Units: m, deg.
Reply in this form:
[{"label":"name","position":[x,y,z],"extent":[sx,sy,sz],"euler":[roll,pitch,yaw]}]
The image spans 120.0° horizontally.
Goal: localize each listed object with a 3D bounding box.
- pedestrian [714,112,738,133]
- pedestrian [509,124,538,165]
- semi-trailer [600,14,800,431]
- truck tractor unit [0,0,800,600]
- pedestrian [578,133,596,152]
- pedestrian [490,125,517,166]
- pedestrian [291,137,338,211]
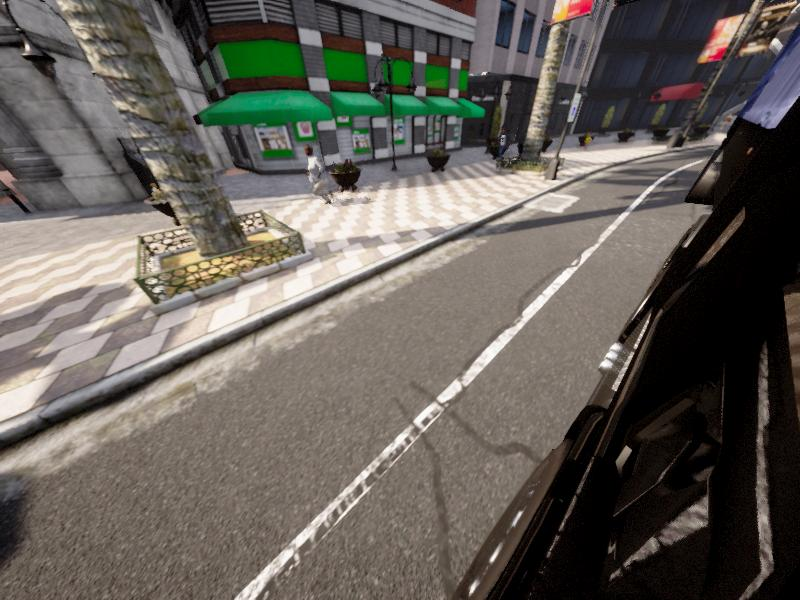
[{"label":"pedestrian","position":[36.418,-19.818,25.818],"extent":[0.751,1.860,0.751],"euler":[-26,42,-27]},{"label":"pedestrian","position":[6.947,-8.816,13.104],"extent":[0.751,1.860,0.751],"euler":[-25,42,-27]},{"label":"semi-trailer","position":[8.560,-3.705,4.347],"extent":[14.254,4.402,2.717],"euler":[-30,45,-31]},{"label":"truck tractor unit","position":[2.645,-0.295,0.351],"extent":[6.516,4.208,3.053],"euler":[-28,44,-30]},{"label":"pedestrian","position":[13.439,-11.289,16.601],"extent":[0.500,1.100,0.500],"euler":[-23,41,-24]},{"label":"pedestrian","position":[5.812,-8.728,13.063],"extent":[0.751,1.860,0.751],"euler":[-25,42,-27]},{"label":"pedestrian","position":[-2.604,-3.888,7.173],"extent":[0.751,1.860,0.751],"euler":[-25,42,-27]}]
